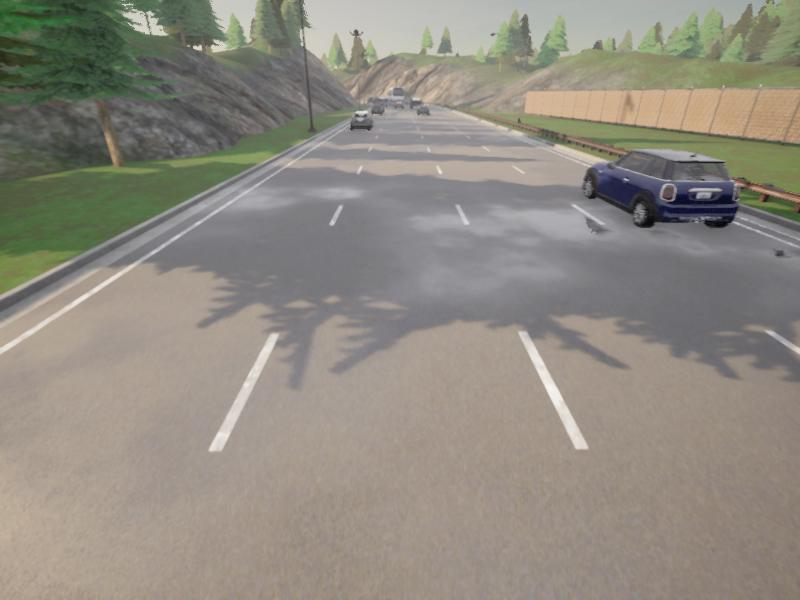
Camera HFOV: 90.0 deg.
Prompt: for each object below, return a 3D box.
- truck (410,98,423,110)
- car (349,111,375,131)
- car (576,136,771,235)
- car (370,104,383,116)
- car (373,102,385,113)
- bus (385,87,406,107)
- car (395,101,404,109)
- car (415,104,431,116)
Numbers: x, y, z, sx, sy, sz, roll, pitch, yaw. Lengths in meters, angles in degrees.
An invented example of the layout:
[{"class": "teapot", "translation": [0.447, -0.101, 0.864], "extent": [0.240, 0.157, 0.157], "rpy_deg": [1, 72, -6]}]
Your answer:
[{"class": "truck", "translation": [3.336, -41.147, 83.714], "extent": [2.390, 2.098, 6.274], "rpy_deg": [0, 27, 0]}, {"class": "car", "translation": [-3.516, -16.838, 37.483], "extent": [1.970, 1.475, 3.806], "rpy_deg": [1, 27, 1]}, {"class": "car", "translation": [6.983, -3.363, 11.087], "extent": [2.097, 1.767, 4.553], "rpy_deg": [0, 27, 0]}, {"class": "car", "translation": [-3.504, -28.974, 60.909], "extent": [1.816, 1.474, 4.193], "rpy_deg": [0, 27, 0]}, {"class": "car", "translation": [-3.550, -32.953, 68.540], "extent": [1.851, 1.617, 3.988], "rpy_deg": [0, 27, 0]}, {"class": "bus", "translation": [-1.197, -52.119, 102.568], "extent": [3.944, 4.253, 10.273], "rpy_deg": [-4, 28, -7]}, {"class": "car", "translation": [-0.173, -41.513, 85.145], "extent": [1.812, 1.442, 4.674], "rpy_deg": [0, 27, 0]}, {"class": "car", "translation": [3.499, -29.124, 61.217], "extent": [2.128, 1.511, 4.902], "rpy_deg": [0, 27, 0]}]
